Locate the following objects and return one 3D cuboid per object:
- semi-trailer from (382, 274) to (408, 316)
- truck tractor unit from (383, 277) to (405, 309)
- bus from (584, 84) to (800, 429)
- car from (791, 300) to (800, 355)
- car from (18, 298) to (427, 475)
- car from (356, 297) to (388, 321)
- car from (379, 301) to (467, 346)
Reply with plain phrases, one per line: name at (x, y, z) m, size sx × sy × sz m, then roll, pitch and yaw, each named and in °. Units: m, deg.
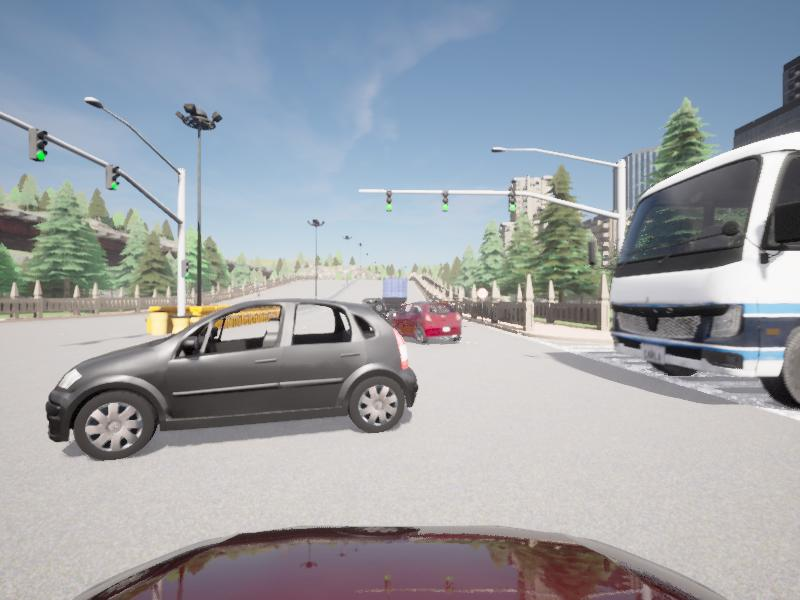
semi-trailer at (-0.672, -0.831, 49.384) m, size 2.717 × 4.402 × 14.254 m, roll 0°, pitch 3°, yaw -1°
truck tractor unit at (-0.867, -1.125, 57.272) m, size 3.053 × 4.208 × 6.516 m, roll 0°, pitch 4°, yaw -1°
bus at (9.297, -0.535, 7.109) m, size 10.273 × 4.253 × 3.944 m, roll 0°, pitch 0°, yaw -2°
car at (14.193, 0.801, 10.908) m, size 5.366 × 1.575 × 1.801 m, roll 0°, pitch 0°, yaw -1°
car at (-1.852, 0.787, 5.124) m, size 3.988 × 1.617 × 1.851 m, roll 0°, pitch 0°, yaw -17°
car at (-2.422, 0.651, 33.230) m, size 1.932 × 1.855 × 4.605 m, roll 0°, pitch 0°, yaw -14°
car at (0.794, 0.824, 15.887) m, size 1.845 × 1.501 × 3.633 m, roll -1°, pitch 0°, yaw -29°
